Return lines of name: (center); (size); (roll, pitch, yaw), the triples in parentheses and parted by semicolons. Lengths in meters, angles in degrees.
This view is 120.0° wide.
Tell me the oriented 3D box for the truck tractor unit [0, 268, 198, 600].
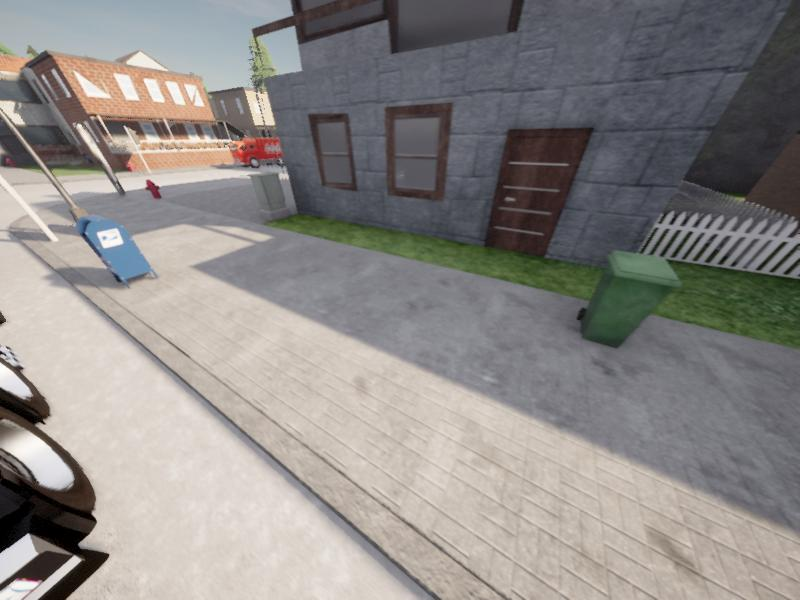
truck tractor unit: (-5.120, -0.291, 0.771); (6.516, 4.208, 3.053); (18, 39, 24)
